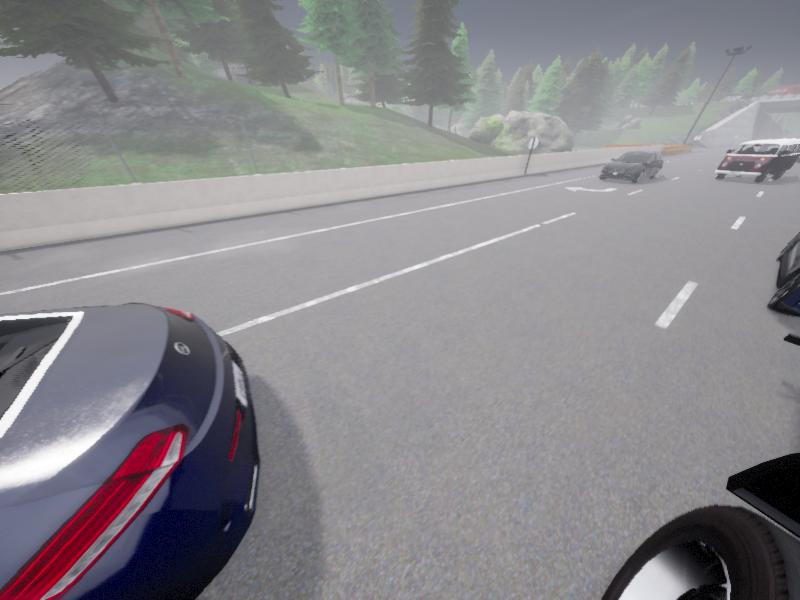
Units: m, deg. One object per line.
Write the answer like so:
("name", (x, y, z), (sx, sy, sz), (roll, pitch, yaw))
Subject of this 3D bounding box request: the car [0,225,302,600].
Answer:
("car", (-3.321, 1.375, 0.579), (5.027, 1.651, 2.152), (-22, 41, -28))

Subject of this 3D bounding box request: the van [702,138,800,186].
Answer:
("van", (20.786, -8.058, 13.340), (4.480, 2.038, 2.069), (-14, 37, -18))

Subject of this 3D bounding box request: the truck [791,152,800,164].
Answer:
("truck", (39.949, -14.204, 21.492), (5.204, 2.467, 2.627), (-22, 41, -28))

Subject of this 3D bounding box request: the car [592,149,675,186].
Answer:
("car", (14.070, -8.072, 13.903), (4.892, 1.490, 1.837), (-21, 40, -27))

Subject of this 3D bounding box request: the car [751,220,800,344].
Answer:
("car", (7.618, -0.627, 3.306), (4.856, 1.649, 2.033), (-22, 41, -28))
